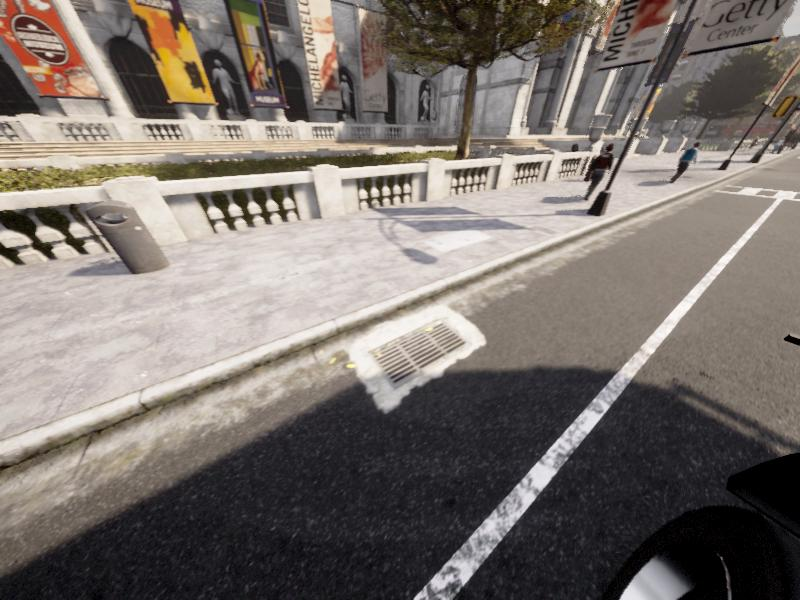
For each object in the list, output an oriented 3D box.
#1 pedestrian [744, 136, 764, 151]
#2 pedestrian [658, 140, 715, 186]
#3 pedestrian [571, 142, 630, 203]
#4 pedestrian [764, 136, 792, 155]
[{"bbox_3d":[52.539,-23.236,34.307,0.751,1.860,0.751,-17,39,-23],"label":"pedestrian"},{"bbox_3d":[13.904,-6.685,11.277,0.751,1.860,0.751,-10,37,-14],"label":"pedestrian"},{"bbox_3d":[7.255,-4.641,8.444,0.751,1.860,0.751,-19,39,-24],"label":"pedestrian"},{"bbox_3d":[46.516,-19.047,28.457,0.751,1.860,0.751,19,40,25],"label":"pedestrian"}]
